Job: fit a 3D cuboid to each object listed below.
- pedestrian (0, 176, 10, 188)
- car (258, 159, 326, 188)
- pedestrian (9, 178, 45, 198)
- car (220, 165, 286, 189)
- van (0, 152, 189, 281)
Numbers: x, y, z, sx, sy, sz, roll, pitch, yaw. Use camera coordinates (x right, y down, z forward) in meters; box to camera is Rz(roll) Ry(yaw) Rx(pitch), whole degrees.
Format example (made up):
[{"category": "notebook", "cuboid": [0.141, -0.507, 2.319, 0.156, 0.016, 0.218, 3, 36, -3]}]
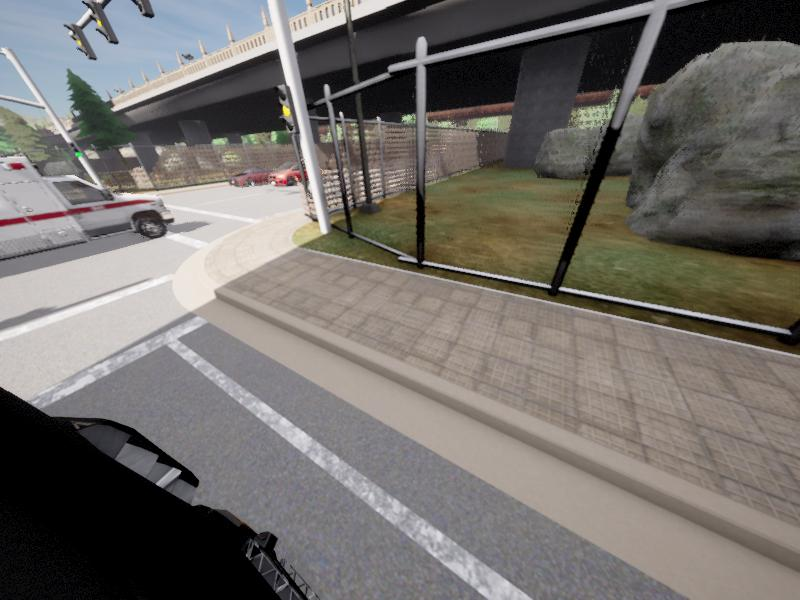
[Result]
[{"category": "pedestrian", "cuboid": [-51.280, -15.355, 29.381, 0.751, 1.860, 0.751, 14, 37, 24]}, {"category": "car", "cuboid": [-8.926, -10.813, 19.632, 2.242, 1.667, 4.611, 15, 38, 26]}, {"category": "pedestrian", "cuboid": [-29.021, -8.683, 17.982, 0.751, 1.300, 0.751, 7, 35, 15]}, {"category": "car", "cuboid": [-12.660, -10.807, 20.204, 1.994, 1.385, 4.181, 16, 38, 26]}, {"category": "van", "cuboid": [-10.237, -2.132, 5.879, 2.351, 2.431, 6.366, 16, 38, 26]}]
